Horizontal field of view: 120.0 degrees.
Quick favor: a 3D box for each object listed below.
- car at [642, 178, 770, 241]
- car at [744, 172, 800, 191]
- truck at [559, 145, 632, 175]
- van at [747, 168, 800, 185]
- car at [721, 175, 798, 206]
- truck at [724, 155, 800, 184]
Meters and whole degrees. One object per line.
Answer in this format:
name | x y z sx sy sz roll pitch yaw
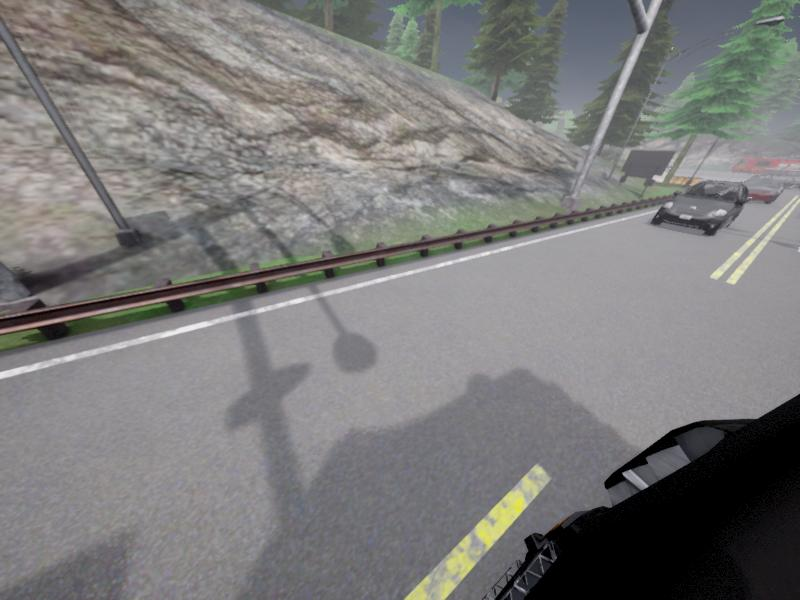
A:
car | 11.676 -3.628 8.847 3.988 1.617 1.851 -17 39 -27
car | 47.550 -14.918 29.023 2.007 1.525 4.514 -18 39 -28
truck | 33.875 -24.710 40.621 2.891 3.827 8.468 -18 39 -28
van | 61.600 -20.430 37.979 1.775 1.987 4.442 -18 39 -28
car | 25.303 -7.788 16.268 4.792 1.488 2.163 -17 39 -27
truck | 66.770 -23.772 41.738 2.891 3.827 8.468 -18 39 -28
